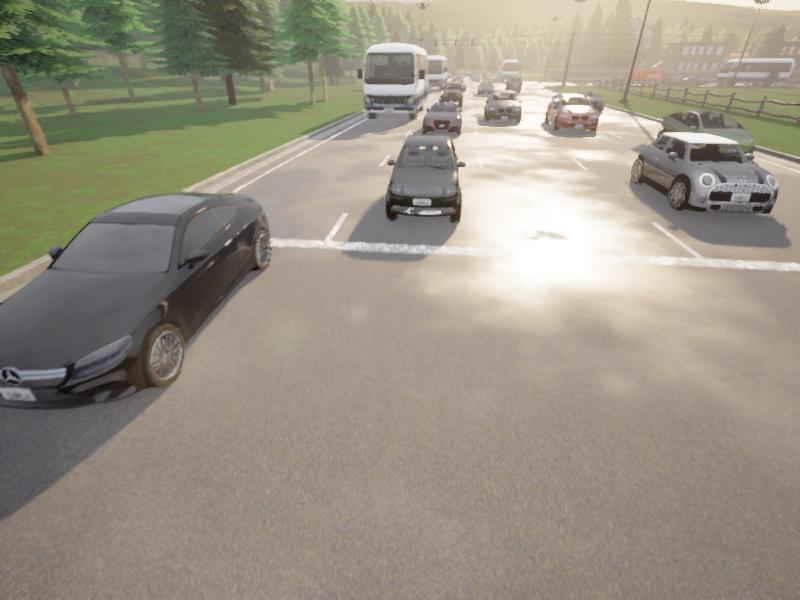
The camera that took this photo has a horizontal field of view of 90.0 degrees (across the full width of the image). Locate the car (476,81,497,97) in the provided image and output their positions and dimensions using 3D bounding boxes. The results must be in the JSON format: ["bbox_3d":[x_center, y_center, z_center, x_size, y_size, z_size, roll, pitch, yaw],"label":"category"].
[{"bbox_3d":[10.209,-25.127,47.495,2.163,1.488,4.792,4,31,7],"label":"car"}]

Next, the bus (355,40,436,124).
[{"bbox_3d":[0.132,-15.279,27.877,3.944,4.253,10.273,4,31,7],"label":"bus"}]

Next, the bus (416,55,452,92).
[{"bbox_3d":[4.930,-32.173,56.759,3.944,4.253,10.273,5,31,8],"label":"bus"}]

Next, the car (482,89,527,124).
[{"bbox_3d":[6.639,-12.585,25.867,2.242,1.667,4.611,4,31,7],"label":"car"}]

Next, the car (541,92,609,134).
[{"bbox_3d":[9.617,-10.592,22.481,2.242,1.667,4.611,4,30,7],"label":"car"}]

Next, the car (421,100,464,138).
[{"bbox_3d":[2.319,-9.672,21.168,1.994,1.385,4.181,4,31,7],"label":"car"}]

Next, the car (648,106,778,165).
[{"bbox_3d":[12.078,-6.670,15.938,2.007,1.525,4.514,4,31,7],"label":"car"}]

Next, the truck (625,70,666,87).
[{"bbox_3d":[43.317,-39.249,70.811,5.204,2.467,2.627,4,31,7],"label":"truck"}]

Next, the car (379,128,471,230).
[{"bbox_3d":[0.659,-3.119,9.788,1.789,1.549,3.705,3,30,5],"label":"car"}]

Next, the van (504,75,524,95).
[{"bbox_3d":[14.282,-26.986,50.192,1.775,1.987,4.442,5,31,8],"label":"van"}]

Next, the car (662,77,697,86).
[{"bbox_3d":[51.088,-39.976,73.262,4.718,1.301,1.895,4,31,7],"label":"car"}]

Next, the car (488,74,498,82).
[{"bbox_3d":[20.287,-48.587,87.519,1.801,1.575,5.366,4,31,7],"label":"car"}]

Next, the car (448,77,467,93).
[{"bbox_3d":[7.621,-28.411,52.901,2.242,1.667,4.611,5,31,8],"label":"car"}]

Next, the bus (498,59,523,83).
[{"bbox_3d":[24.112,-50.311,87.838,3.944,4.253,10.273,4,31,7],"label":"bus"}]

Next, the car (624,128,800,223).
[{"bbox_3d":[7.749,-3.389,10.360,1.970,1.475,3.806,3,31,5],"label":"car"}]

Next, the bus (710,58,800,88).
[{"bbox_3d":[60.340,-38.754,68.300,10.273,4.253,3.944,4,31,7],"label":"bus"}]

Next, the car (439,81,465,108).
[{"bbox_3d":[4.480,-17.590,34.188,1.905,1.878,3.866,4,30,7],"label":"car"}]

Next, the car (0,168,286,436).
[{"bbox_3d":[-3.279,-0.546,5.477,1.812,1.442,4.674,2,30,3],"label":"car"}]

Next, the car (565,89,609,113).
[{"bbox_3d":[14.627,-15.712,31.552,1.994,1.385,4.181,4,31,7],"label":"car"}]

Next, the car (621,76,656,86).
[{"bbox_3d":[44.011,-40.568,74.021,4.902,1.511,2.128,4,31,7],"label":"car"}]
